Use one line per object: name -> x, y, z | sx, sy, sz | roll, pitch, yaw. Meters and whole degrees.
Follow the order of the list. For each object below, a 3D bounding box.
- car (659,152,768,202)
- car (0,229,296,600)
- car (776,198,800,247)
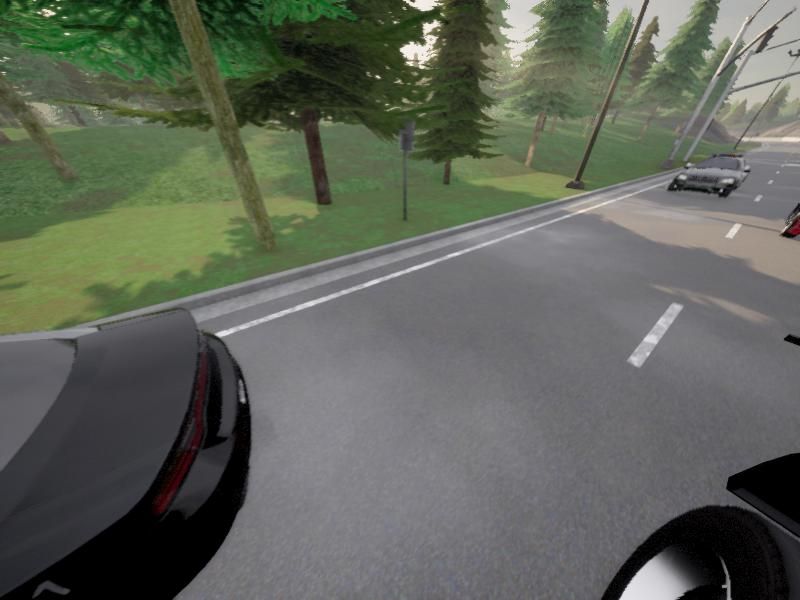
car -> 14.917, -6.002, 10.977 | 4.974, 1.542, 2.038 | -22, 41, -28
car -> -3.409, 1.404, 0.524 | 5.238, 1.638, 1.930 | -22, 41, -28
car -> 11.940, -2.266, 5.840 | 4.181, 1.385, 1.994 | -22, 41, -28
